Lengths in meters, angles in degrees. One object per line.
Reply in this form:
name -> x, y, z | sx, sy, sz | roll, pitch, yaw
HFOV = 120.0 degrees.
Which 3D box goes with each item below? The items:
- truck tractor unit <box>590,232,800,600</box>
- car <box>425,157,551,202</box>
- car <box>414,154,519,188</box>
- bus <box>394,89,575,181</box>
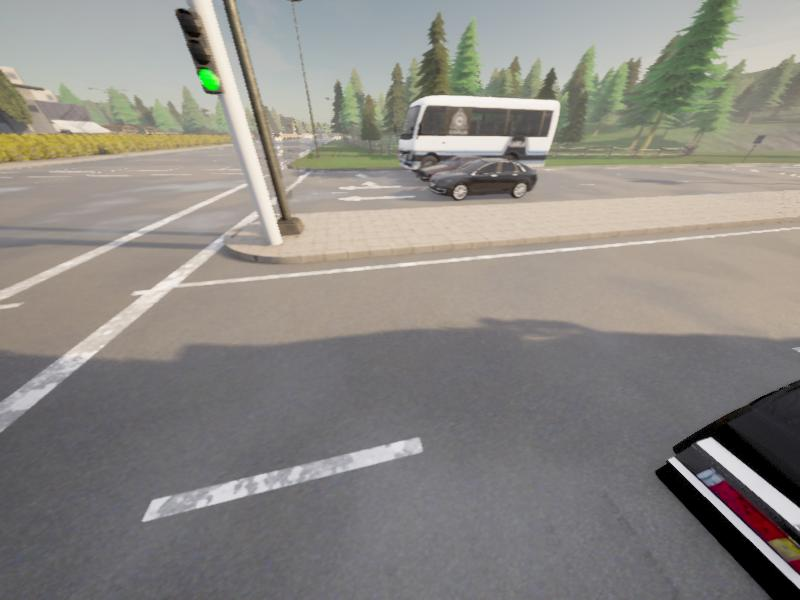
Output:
truck tractor unit -> 5.324, 0.010, 0.359 | 6.516, 4.208, 3.053 | -7, 36, -11
car -> 3.794, -5.533, 10.473 | 4.892, 1.490, 1.837 | -7, 36, -11
car -> 3.695, -7.560, 13.407 | 5.357, 1.411, 2.033 | -7, 36, -11
bus -> 4.998, -10.887, 15.641 | 10.273, 4.253, 3.944 | -7, 36, -11
